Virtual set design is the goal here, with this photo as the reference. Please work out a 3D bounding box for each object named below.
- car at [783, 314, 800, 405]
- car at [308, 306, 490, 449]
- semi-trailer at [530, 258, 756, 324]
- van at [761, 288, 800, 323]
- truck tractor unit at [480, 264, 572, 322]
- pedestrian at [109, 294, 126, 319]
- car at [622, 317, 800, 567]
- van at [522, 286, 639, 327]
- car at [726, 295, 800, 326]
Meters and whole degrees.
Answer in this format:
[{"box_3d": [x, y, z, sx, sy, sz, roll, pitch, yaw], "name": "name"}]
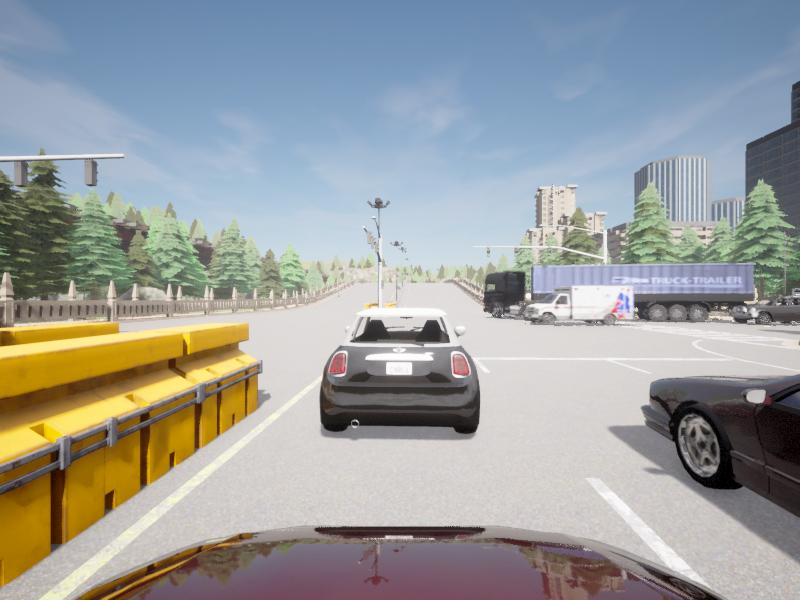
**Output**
[{"box_3d": [6.991, 0.907, 4.220, 1.994, 1.385, 4.181, 0, 0, 2], "name": "car"}, {"box_3d": [0.069, 0.853, 6.217, 1.970, 1.475, 3.806, 0, 0, 3], "name": "car"}, {"box_3d": [17.257, -0.625, 29.857, 14.254, 4.402, 2.717, 0, 0, 15], "name": "semi-trailer"}, {"box_3d": [30.084, 0.378, 28.563, 6.366, 2.431, 2.351, 0, 0, 2], "name": "van"}, {"box_3d": [10.168, -0.520, 32.795, 3.053, 4.208, 6.516, -1, 1, -42], "name": "truck tractor unit"}, {"box_3d": [-21.244, 0.485, 30.086, 0.751, 1.860, 0.751, 0, 0, 2], "name": "pedestrian"}, {"box_3d": [3.389, 0.895, 1.764, 2.033, 1.411, 5.357, 0, 0, 2], "name": "car"}, {"box_3d": [11.170, 0.378, 25.069, 6.366, 2.431, 2.351, 0, 0, -6], "name": "van"}, {"box_3d": [23.771, 0.649, 25.290, 4.605, 1.855, 1.932, -1, 0, 2], "name": "car"}]
